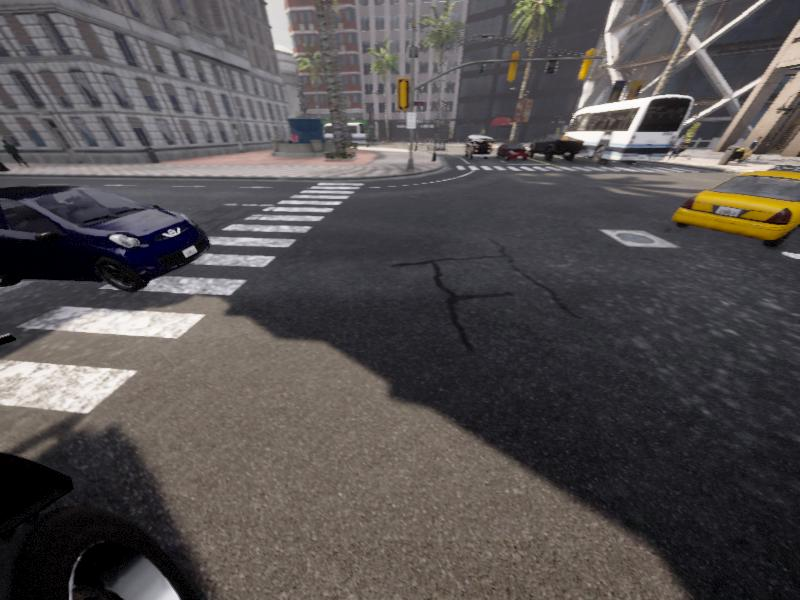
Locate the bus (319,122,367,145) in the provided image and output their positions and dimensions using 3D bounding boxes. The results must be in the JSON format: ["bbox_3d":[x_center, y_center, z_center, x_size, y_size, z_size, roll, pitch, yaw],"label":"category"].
[{"bbox_3d":[-13.592,-39.949,55.653,10.273,4.253,3.944,11,37,15],"label":"bus"}]

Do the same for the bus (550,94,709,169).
[{"bbox_3d":[18.475,-14.707,20.465,3.944,4.253,10.273,3,36,4],"label":"bus"}]

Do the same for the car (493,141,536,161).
[{"bbox_3d":[11.647,-15.477,23.944,2.163,1.488,4.792,1,36,2],"label":"car"}]

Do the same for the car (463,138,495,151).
[{"bbox_3d":[12.590,-25.177,37.299,1.801,1.575,5.366,-13,38,-17],"label":"car"}]

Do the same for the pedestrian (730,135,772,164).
[{"bbox_3d":[27.420,-11.782,18.095,0.751,1.860,0.751,-2,36,-2],"label":"pedestrian"}]

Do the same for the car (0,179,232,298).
[{"bbox_3d":[-5.794,-1.261,4.307,3.633,1.501,1.845,2,36,4],"label":"car"}]

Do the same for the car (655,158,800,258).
[{"bbox_3d":[9.772,-2.713,6.176,5.366,1.575,1.801,-16,39,-21],"label":"car"}]

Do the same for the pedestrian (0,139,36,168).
[{"bbox_3d":[-29.489,-11.196,17.649,0.751,1.860,0.751,10,37,14],"label":"pedestrian"}]

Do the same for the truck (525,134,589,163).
[{"bbox_3d":[15.216,-15.230,23.049,2.390,2.098,6.274,2,36,2],"label":"truck"}]

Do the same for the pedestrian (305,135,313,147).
[{"bbox_3d":[-17.529,-30.577,44.437,0.751,1.860,0.751,25,43,31],"label":"pedestrian"}]

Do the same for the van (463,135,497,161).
[{"bbox_3d":[8.120,-15.869,24.018,2.069,2.038,4.480,1,37,2],"label":"van"}]

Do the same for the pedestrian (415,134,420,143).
[{"bbox_3d":[4.547,-41.818,59.876,0.751,1.860,0.751,19,40,24],"label":"pedestrian"}]

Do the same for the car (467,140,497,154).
[{"bbox_3d":[11.060,-20.902,31.471,1.970,1.475,3.806,-8,36,-10],"label":"car"}]

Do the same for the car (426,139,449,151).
[{"bbox_3d":[5.769,-24.094,35.887,1.845,1.501,3.633,-15,38,-20],"label":"car"}]
